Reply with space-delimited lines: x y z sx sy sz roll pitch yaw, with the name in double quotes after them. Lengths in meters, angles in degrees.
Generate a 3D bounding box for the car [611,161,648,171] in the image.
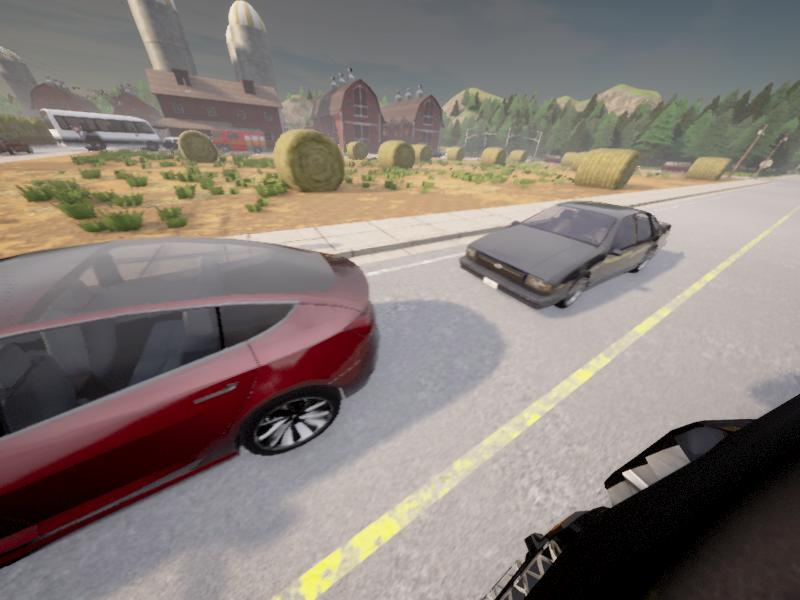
51.417 -30.118 51.860 1.801 1.575 5.366 -18 39 -28 "car"

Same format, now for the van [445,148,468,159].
16.177 -41.748 65.950 6.366 2.431 2.351 -19 39 -29 "van"

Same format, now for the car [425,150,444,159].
9.227 -39.119 61.998 4.605 1.855 1.932 -19 39 -29 "car"

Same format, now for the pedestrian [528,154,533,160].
44.459 -48.638 78.645 0.751 1.860 0.751 22 38 26 "pedestrian"

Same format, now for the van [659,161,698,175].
55.749 -26.523 46.350 1.775 1.987 4.442 -18 39 -28 "van"

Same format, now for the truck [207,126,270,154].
-29.217 -29.029 42.187 8.468 3.827 2.891 -19 39 -29 "truck"

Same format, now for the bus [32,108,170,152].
-40.065 -23.012 31.936 3.944 4.253 10.273 17 36 22 "bus"

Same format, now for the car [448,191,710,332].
3.857 -1.283 4.924 5.357 1.411 2.033 -16 38 -26 "car"

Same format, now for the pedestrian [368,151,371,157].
-6.266 -30.109 47.648 0.500 1.100 0.500 -26 43 -36 "pedestrian"

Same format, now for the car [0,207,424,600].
-2.486 0.536 1.635 4.792 1.488 2.163 -16 38 -26 "car"

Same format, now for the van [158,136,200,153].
-36.466 -25.804 38.402 4.480 2.038 2.069 -19 39 -29 "van"

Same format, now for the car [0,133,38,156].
-39.567 -15.540 22.956 2.097 1.767 4.553 -18 39 -29 "car"

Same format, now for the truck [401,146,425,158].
3.277 -37.311 58.295 5.204 2.467 2.627 -19 39 -29 "truck"

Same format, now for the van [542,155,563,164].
43.879 -40.421 66.453 1.775 1.987 4.442 -18 39 -28 "van"
